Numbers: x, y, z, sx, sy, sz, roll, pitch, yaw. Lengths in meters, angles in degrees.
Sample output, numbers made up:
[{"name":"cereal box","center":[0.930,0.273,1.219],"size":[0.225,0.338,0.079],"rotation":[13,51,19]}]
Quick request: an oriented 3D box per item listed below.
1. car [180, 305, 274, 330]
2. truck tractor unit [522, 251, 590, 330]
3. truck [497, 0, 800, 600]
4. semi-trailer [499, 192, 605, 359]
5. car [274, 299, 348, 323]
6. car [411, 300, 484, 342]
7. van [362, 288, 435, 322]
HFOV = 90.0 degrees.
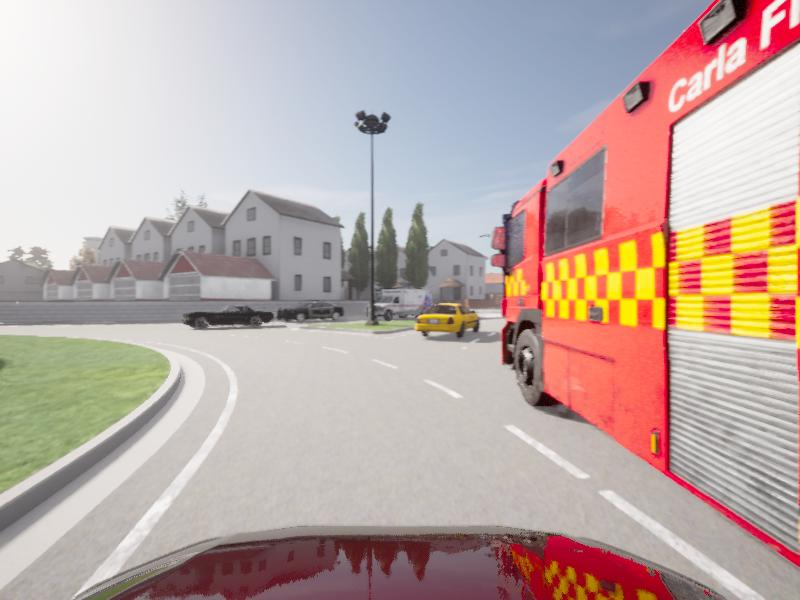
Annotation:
[{"name":"car","center":[-10.014,0.951,23.283],"size":[4.718,1.301,1.895],"rotation":[0,0,-35]},{"name":"truck tractor unit","center":[9.907,-0.546,24.921],"size":[3.053,4.208,6.516],"rotation":[0,0,30]},{"name":"truck","center":[3.198,-0.329,3.417],"size":[2.891,3.827,8.468],"rotation":[0,0,2]},{"name":"semi-trailer","center":[6.749,-0.636,17.681],"size":[2.717,4.402,14.254],"rotation":[0,0,22]},{"name":"car","center":[-6.678,0.771,30.398],"size":[5.238,1.638,1.930],"rotation":[0,0,-44]},{"name":"car","center":[2.361,0.797,18.333],"size":[1.801,1.575,5.366],"rotation":[0,1,24]},{"name":"van","center":[0.042,0.367,32.326],"size":[2.351,2.431,6.366],"rotation":[0,0,39]}]
